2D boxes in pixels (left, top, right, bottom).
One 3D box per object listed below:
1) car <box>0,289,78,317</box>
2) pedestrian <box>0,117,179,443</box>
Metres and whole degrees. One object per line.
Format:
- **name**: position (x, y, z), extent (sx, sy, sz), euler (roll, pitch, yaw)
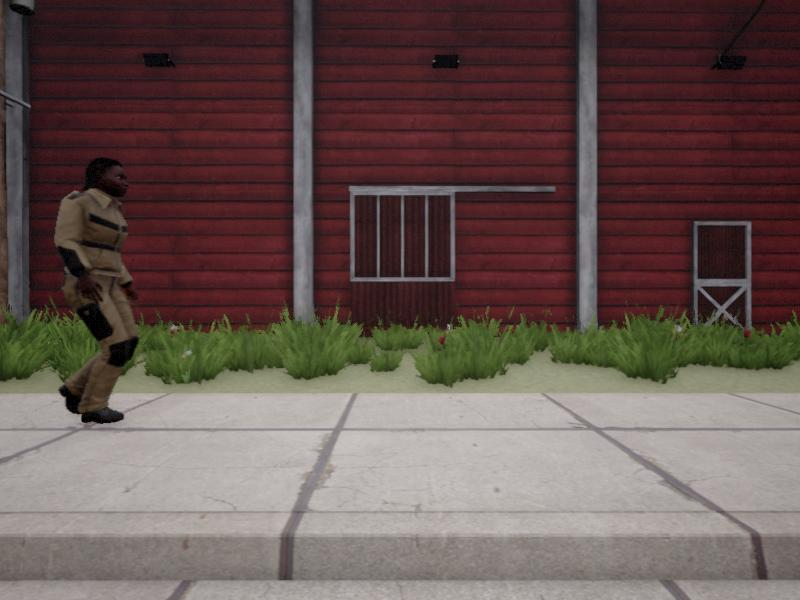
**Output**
- **car**: position (-23.903, 0.171, 25.857), extent (2.152, 1.651, 5.027), euler (0, 0, -1)
- **pedestrian**: position (-2.042, -0.114, 2.682), extent (0.751, 1.860, 0.751), euler (0, 0, -6)
